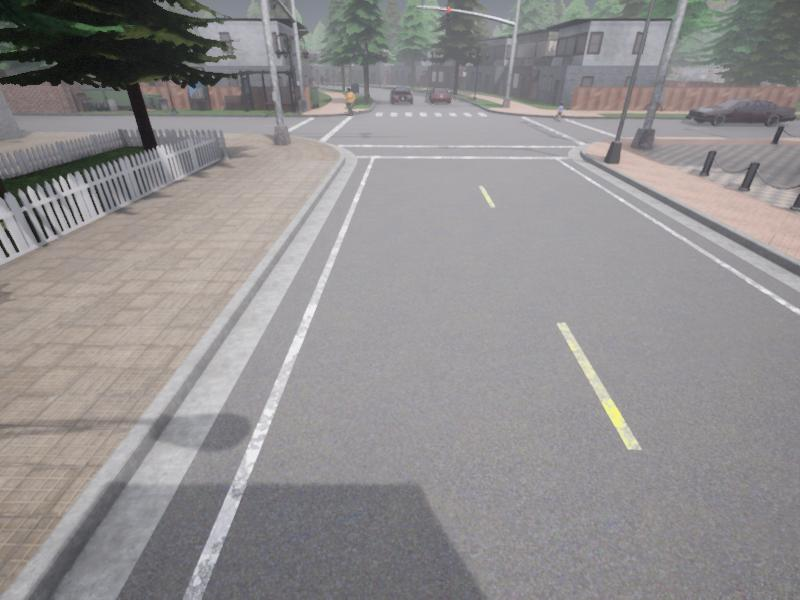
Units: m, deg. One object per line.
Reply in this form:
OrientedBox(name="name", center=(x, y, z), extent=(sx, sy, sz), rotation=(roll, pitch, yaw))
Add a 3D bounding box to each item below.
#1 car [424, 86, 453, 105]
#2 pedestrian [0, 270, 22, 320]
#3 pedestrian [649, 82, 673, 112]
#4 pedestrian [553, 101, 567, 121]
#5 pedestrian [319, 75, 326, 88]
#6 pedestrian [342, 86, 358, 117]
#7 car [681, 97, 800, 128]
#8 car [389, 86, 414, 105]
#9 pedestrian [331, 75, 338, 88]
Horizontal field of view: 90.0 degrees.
OrientedBox(name="car", center=(3.591, -19.615, 38.213), extent=(1.994, 1.385, 4.181), rotation=(-3, 30, -5))
OrientedBox(name="pedestrian", center=(-5.605, -0.542, 4.747), extent=(0.751, 1.860, 0.751), rotation=(8, 31, 13))
OrientedBox(name="pedestrian", center=(18.833, -14.642, 28.892), extent=(0.751, 1.860, 0.751), rotation=(1, 30, 2))
OrientedBox(name="pedestrian", center=(10.101, -11.910, 25.265), extent=(0.500, 1.100, 0.500), rotation=(-1, 30, -3))
OrientedBox(name="pedestrian", center=(-12.282, -34.737, 63.586), extent=(0.751, 1.860, 0.751), rotation=(-14, 33, -23))
OrientedBox(name="pedestrian", center=(-3.364, -13.457, 27.145), extent=(0.751, 1.860, 0.751), rotation=(10, 32, 17))
OrientedBox(name="car", center=(20.208, -11.125, 23.680), extent=(5.357, 1.411, 2.033), rotation=(2, 30, 3))
OrientedBox(name="car", center=(0.086, -19.197, 37.494), extent=(1.994, 1.385, 4.181), rotation=(-2, 30, -4))
OrientedBox(name="pedestrian", center=(-10.700, -35.715, 65.262), extent=(0.751, 1.860, 0.751), rotation=(-21, 36, -32))
